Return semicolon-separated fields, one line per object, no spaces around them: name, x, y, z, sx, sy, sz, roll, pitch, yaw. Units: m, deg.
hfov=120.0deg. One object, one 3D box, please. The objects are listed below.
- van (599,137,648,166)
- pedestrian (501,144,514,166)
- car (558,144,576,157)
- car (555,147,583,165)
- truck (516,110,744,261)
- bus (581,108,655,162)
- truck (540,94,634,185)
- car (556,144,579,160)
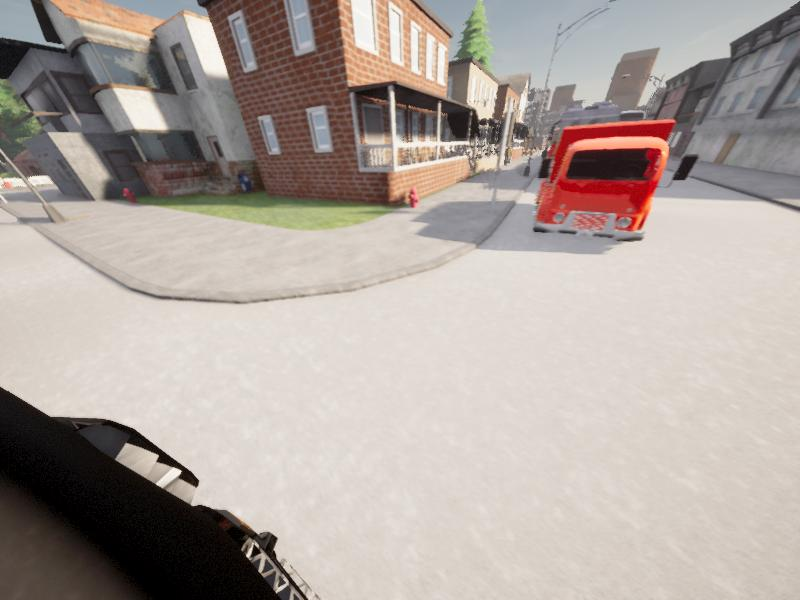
van;20.470;-13.773;21.435;2.069;2.038;4.480;16;38;26
pedestrian;10.992;-14.807;23.643;0.751;1.860;0.751;17;38;27
car;25.299;-22.699;35.078;1.837;1.490;4.892;16;38;26
car;17.887;-15.321;24.584;1.994;1.385;4.181;16;38;26
truck;5.435;-3.474;6.563;2.627;2.467;5.204;16;39;26
bus;24.885;-19.229;27.355;3.944;4.253;10.273;16;38;26
truck;11.865;-10.441;15.419;2.891;3.827;8.468;16;38;26
car;21.779;-19.239;30.068;1.882;1.535;5.008;16;38;26
